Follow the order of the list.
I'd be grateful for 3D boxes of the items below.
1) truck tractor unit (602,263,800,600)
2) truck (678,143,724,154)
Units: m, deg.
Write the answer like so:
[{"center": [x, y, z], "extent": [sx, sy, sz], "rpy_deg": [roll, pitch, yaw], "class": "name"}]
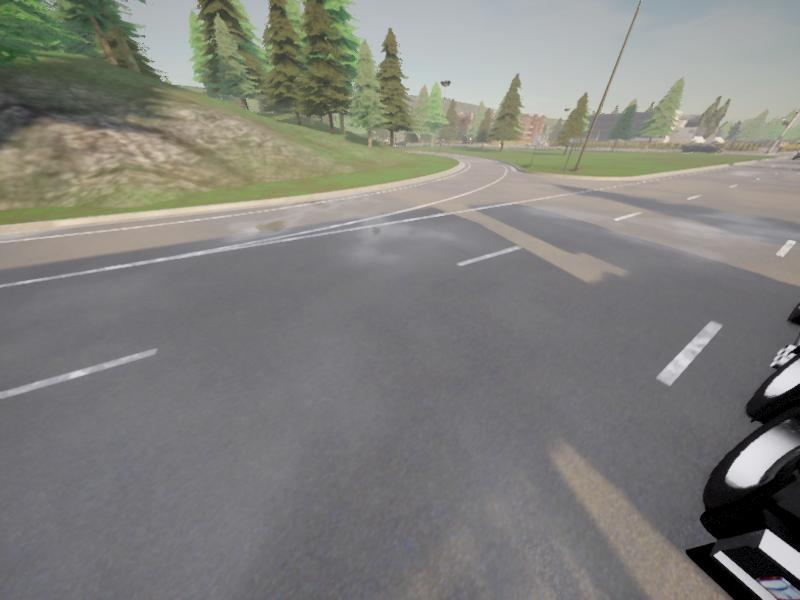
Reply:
[{"center": [5.117, -0.291, 0.789], "extent": [6.516, 4.208, 3.053], "rpy_deg": [-18, 39, -24], "class": "truck tractor unit"}, {"center": [72.853, -36.835, 56.044], "extent": [2.390, 2.098, 6.274], "rpy_deg": [-18, 39, -25], "class": "truck"}]
